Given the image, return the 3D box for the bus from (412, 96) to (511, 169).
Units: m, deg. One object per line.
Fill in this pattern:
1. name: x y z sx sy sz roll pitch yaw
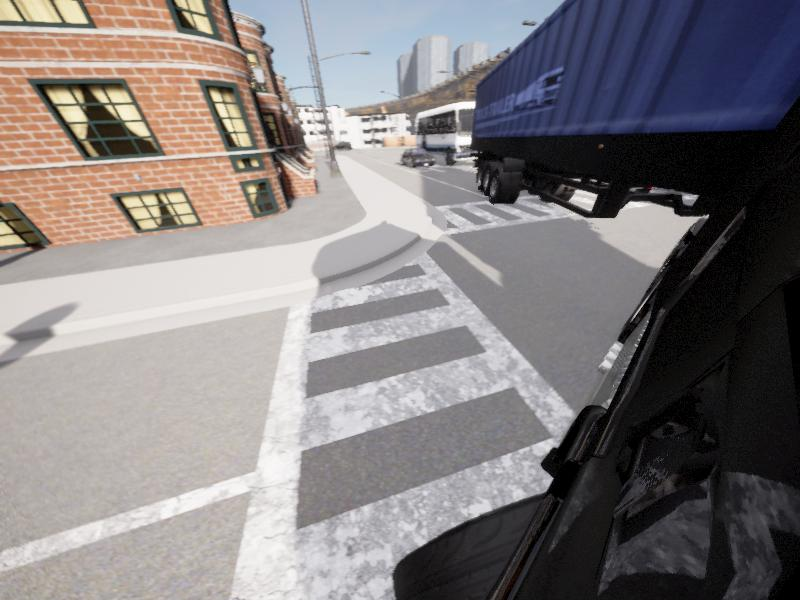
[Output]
1. bus: 4.624 -15.086 21.208 3.944 4.253 10.273 -11 36 -11

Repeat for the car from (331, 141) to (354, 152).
1. car: -15.846 -42.165 63.456 5.566 2.045 2.150 6 36 14

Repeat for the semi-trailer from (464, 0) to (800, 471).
1. semi-trailer: 4.499 -4.625 6.168 2.717 4.402 14.254 0 35 4

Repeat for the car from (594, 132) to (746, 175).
1. car: 14.536 -8.424 13.133 1.930 1.638 5.238 -10 36 -9

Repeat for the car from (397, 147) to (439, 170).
1. car: 1.417 -12.799 20.726 2.033 1.411 5.357 -12 36 -11

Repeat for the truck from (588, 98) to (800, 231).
1. truck: 9.601 -4.253 6.920 2.627 2.467 5.204 -11 36 -11

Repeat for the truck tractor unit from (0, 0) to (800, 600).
1. truck tractor unit: 2.645 -0.295 0.351 6.516 4.208 3.053 -28 44 -30
